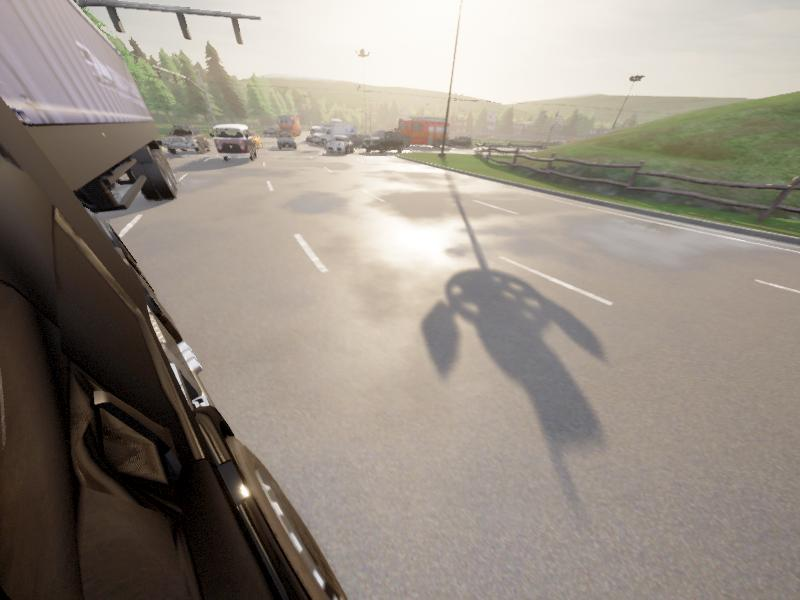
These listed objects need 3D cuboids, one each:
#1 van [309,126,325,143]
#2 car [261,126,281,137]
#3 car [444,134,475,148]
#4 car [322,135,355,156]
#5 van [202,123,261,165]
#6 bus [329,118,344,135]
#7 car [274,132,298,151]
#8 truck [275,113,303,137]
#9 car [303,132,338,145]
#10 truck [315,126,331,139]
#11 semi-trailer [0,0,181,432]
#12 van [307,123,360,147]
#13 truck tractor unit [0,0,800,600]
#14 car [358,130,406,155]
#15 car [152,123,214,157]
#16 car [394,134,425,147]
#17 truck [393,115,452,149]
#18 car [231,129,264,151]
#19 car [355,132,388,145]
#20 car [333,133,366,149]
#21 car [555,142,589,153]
[{"bbox_3d":[-13.713,-27.464,38.277,2.069,2.038,4.480,-7,37,-13],"label":"van"},{"bbox_3d":[-27.090,-35.655,48.847,2.152,1.651,5.027,-3,37,-8],"label":"car"},{"bbox_3d":[10.499,-28.170,40.965,4.605,1.855,1.932,-4,37,-8],"label":"car"},{"bbox_3d":[-5.833,-15.029,22.421,1.970,1.475,3.806,3,36,1],"label":"car"},{"bbox_3d":[-11.066,-10.620,15.628,2.069,2.038,4.480,-12,39,-18],"label":"van"},{"bbox_3d":[-22.404,-61.796,82.366,3.944,4.253,10.273,-3,37,-8],"label":"bus"},{"bbox_3d":[-11.884,-16.691,24.275,1.816,1.474,4.193,-10,38,-17],"label":"car"},{"bbox_3d":[-23.917,-37.985,50.357,2.891,3.827,8.468,-3,37,-8],"label":"truck"},{"bbox_3d":[-11.525,-23.567,33.706,1.994,1.385,4.181,30,44,32],"label":"car"},{"bbox_3d":[-16.910,-37.175,51.177,2.390,2.098,6.274,-3,37,-8],"label":"truck"},{"bbox_3d":[-7.700,-4.127,5.025,2.717,4.402,14.254,-23,44,-29],"label":"semi-trailer"},{"bbox_3d":[-8.888,-22.580,31.651,2.351,2.431,6.366,31,45,33],"label":"van"},{"bbox_3d":[-2.645,-0.295,0.351,6.516,4.208,3.053,28,44,30],"label":"truck tractor unit"},{"bbox_3d":[-1.762,-17.083,24.997,2.150,2.045,5.566,22,40,26],"label":"car"},{"bbox_3d":[-16.349,-12.364,17.774,1.932,1.855,4.605,-12,39,-19],"label":"car"},{"bbox_3d":[1.570,-27.439,39.724,4.792,1.488,2.163,-4,37,-9],"label":"car"},{"bbox_3d":[3.389,-26.404,36.467,8.468,3.827,2.891,-4,37,-9],"label":"truck"},{"bbox_3d":[-15.261,-16.248,23.398,1.882,1.535,5.008,-11,38,-17],"label":"car"},{"bbox_3d":[-4.710,-26.630,38.094,5.027,1.651,2.152,-11,39,-18],"label":"car"},{"bbox_3d":[-6.444,-20.519,29.773,1.845,1.501,3.633,26,43,29],"label":"car"},{"bbox_3d":[33.026,-29.377,44.389,4.974,1.542,2.038,-3,37,-8],"label":"car"}]
